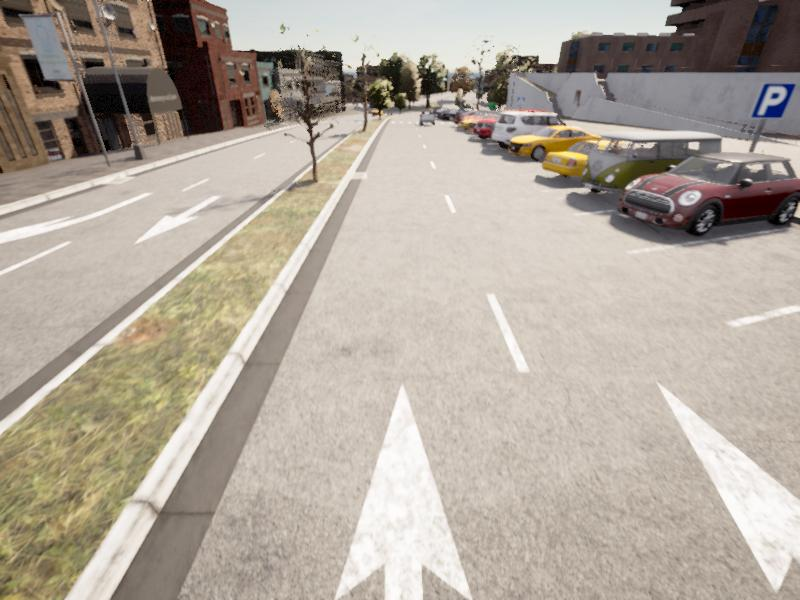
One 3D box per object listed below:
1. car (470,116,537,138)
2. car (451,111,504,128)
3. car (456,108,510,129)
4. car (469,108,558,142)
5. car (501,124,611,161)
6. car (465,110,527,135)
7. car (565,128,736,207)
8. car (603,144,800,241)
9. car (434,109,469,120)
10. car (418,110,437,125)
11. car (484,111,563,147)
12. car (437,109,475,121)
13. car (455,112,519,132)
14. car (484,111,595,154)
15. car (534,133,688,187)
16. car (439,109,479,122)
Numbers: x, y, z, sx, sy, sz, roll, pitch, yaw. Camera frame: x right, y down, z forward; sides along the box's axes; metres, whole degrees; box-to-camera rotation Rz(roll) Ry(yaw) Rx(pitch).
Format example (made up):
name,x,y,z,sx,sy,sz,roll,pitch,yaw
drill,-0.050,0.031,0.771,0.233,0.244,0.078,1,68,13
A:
name,x,y,z,sx,sy,sz,roll,pitch,yaw
car,8.140,-13.731,31.646,4.674,1.452,2.002,-8,29,-18
car,8.147,-19.113,42.264,5.008,1.535,2.097,-8,28,-18
car,8.184,-17.900,39.553,4.553,1.767,2.185,-8,28,-18
car,8.113,-12.632,28.847,5.566,2.045,2.435,-8,29,-18
car,8.125,-8.331,21.033,5.008,1.535,2.097,-9,29,-18
car,8.174,-15.226,34.235,4.553,1.767,2.185,-8,28,-18
car,8.004,-4.396,12.961,4.442,1.987,1.878,-8,29,-18
car,8.135,-2.955,10.412,4.553,1.767,2.185,-8,29,-18
car,8.220,-29.534,63.603,4.892,1.521,2.231,-7,27,-17
car,3.092,-20.966,45.928,1.845,1.501,3.633,0,26,0
car,8.025,-11.244,26.185,4.442,1.987,1.878,-8,29,-18
car,8.186,-26.966,58.277,5.008,1.535,2.097,-8,27,-18
car,7.974,-16.425,36.875,5.366,1.575,1.946,-8,28,-18
car,8.154,-9.928,23.575,5.566,2.045,2.435,-8,28,-18
car,8.284,-5.619,15.808,5.366,1.575,1.946,-8,29,-18
car,8.178,-25.674,55.611,5.008,1.535,2.097,-8,28,-18
